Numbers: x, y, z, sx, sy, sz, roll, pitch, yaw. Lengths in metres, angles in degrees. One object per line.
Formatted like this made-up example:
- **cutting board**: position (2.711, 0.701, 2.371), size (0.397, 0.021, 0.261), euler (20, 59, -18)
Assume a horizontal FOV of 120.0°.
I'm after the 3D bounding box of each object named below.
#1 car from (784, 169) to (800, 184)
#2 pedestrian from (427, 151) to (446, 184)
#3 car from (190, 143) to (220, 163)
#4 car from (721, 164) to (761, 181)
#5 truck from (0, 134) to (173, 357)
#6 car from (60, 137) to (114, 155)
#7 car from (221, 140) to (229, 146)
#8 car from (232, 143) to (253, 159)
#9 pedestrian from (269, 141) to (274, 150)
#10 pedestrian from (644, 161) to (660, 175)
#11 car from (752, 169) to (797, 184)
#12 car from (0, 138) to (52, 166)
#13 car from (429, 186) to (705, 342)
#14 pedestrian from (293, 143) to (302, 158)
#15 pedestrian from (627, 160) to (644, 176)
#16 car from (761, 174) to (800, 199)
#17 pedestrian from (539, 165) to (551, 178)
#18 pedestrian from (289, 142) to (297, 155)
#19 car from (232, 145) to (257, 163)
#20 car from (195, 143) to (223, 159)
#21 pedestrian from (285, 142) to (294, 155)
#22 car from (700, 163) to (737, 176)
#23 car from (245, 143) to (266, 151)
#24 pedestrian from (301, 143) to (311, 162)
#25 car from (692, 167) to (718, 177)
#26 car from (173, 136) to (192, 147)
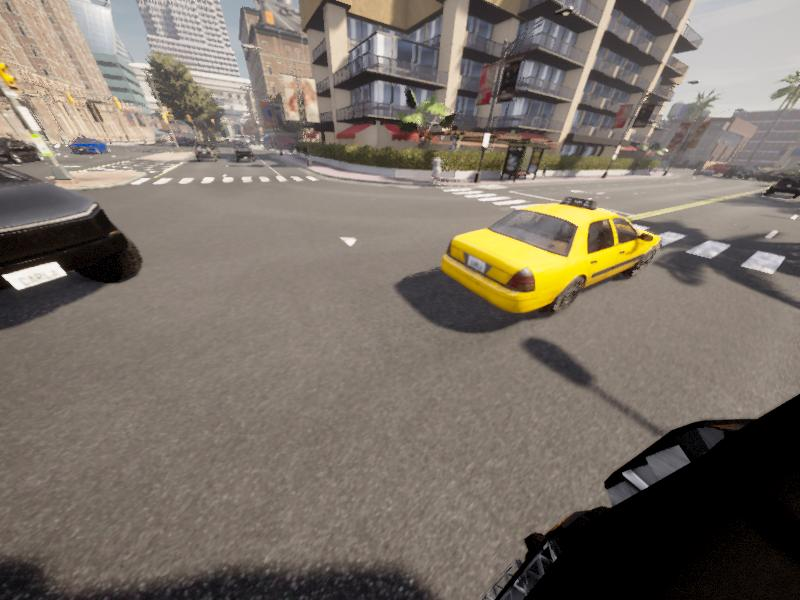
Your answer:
- **car**: position (63.114, -19.148, 35.889), size (1.905, 1.878, 3.866), euler (24, 39, 28)
- **pedestrian**: position (2.448, -8.895, 15.546), size (0.751, 1.860, 0.751), euler (-15, 38, -25)
- **car**: position (-20.595, -15.622, 24.540), size (1.789, 1.549, 3.705), euler (-16, 38, -26)
- **car**: position (57.387, -21.651, 39.076), size (2.150, 2.045, 5.566), euler (27, 40, 31)
- **truck**: position (-7.371, -1.114, 3.187), size (6.274, 2.098, 2.390), euler (10, 34, 11)
- **car**: position (-35.485, -17.592, 26.399), size (1.882, 1.535, 5.008), euler (-16, 38, -26)
- **car**: position (-58.014, -52.049, 76.615), size (1.801, 1.575, 5.366), euler (-16, 38, -26)
- **car**: position (-21.054, -19.907, 30.914), size (1.851, 1.617, 3.988), euler (-16, 38, -26)
- **pedestrian**: position (-33.945, -41.027, 61.217), size (0.751, 1.860, 0.751), euler (-12, 36, -21)
- **pedestrian**: position (38.304, -20.099, 35.137), size (0.751, 1.860, 0.751), euler (-17, 39, -27)
- **car**: position (59.351, -19.694, 36.730), size (2.242, 1.667, 4.611), euler (27, 40, 31)
- **car**: position (-28.495, -10.767, 16.680), size (1.837, 1.490, 4.892), euler (-16, 38, -26)
- **car**: position (3.358, -1.186, 4.569), size (5.366, 1.575, 1.801), euler (-16, 38, -26)
- **pedestrian**: position (-15.146, -22.158, 34.203), size (0.751, 1.860, 0.751), euler (-16, 38, -26)
- **pedestrian**: position (32.117, -17.985, 31.485), size (0.751, 1.860, 0.751), euler (-15, 37, -25)
- **car**: position (33.704, -9.848, 19.891), size (3.988, 1.617, 1.851), euler (-16, 38, -26)
- **pedestrian**: position (14.456, -12.802, 23.028), size (0.500, 1.100, 0.500), euler (-14, 37, -24)
- **pedestrian**: position (-18.989, -26.942, 41.122), size (0.751, 1.860, 0.751), euler (30, 42, 35)
- **car**: position (-17.830, -16.716, 26.451), size (1.837, 1.490, 4.892), euler (-16, 38, -26)
- **car**: position (-23.739, -18.663, 28.910), size (2.007, 1.525, 4.514), euler (-16, 38, -26)
- **pedestrian**: position (-19.442, -26.708, 40.735), size (0.751, 1.860, 0.751), euler (27, 41, 32)
- **car**: position (70.635, -29.187, 51.431), size (2.150, 2.045, 5.566), euler (15, 35, 18)
- **car**: position (-32.845, -34.827, 52.576), size (3.633, 1.501, 1.845), euler (-16, 38, -27)
- **pedestrian**: position (-11.394, -17.838, 27.977), size (0.751, 1.860, 0.751), euler (-17, 38, -27)
- **car**: position (55.864, -23.460, 42.349), size (1.895, 1.301, 4.718), euler (27, 40, 31)
- **car**: position (-53.026, -38.699, 56.426), size (2.150, 2.045, 5.566), euler (-16, 38, -26)
